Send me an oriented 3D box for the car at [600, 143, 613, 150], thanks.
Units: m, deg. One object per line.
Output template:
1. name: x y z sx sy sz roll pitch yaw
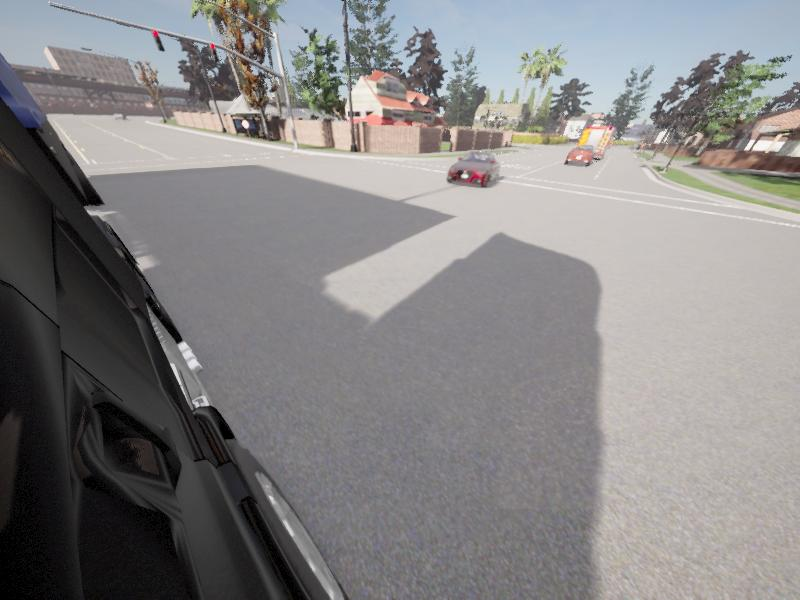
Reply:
1. car: 53.370 -39.637 59.622 1.895 1.301 4.718 27 43 29

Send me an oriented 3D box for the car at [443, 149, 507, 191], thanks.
1. car: 4.046 -6.994 12.226 1.994 1.385 4.181 20 40 22

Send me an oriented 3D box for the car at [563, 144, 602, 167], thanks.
1. car: 18.467 -14.665 23.344 2.152 1.651 5.027 27 43 29

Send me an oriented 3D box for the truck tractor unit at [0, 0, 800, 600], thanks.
1. truck tractor unit: -2.645 -0.295 0.352 6.516 4.208 3.053 28 44 30

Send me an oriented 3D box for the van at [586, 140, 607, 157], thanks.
1. van: 30.585 -23.661 35.982 1.775 1.987 4.442 25 42 27

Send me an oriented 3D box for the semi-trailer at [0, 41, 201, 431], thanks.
1. semi-trailer: -8.697 -3.595 4.245 14.254 4.402 2.717 28 43 30

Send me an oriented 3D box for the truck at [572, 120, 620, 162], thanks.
1. truck: 25.196 -20.361 29.625 2.891 3.827 8.468 27 43 29
